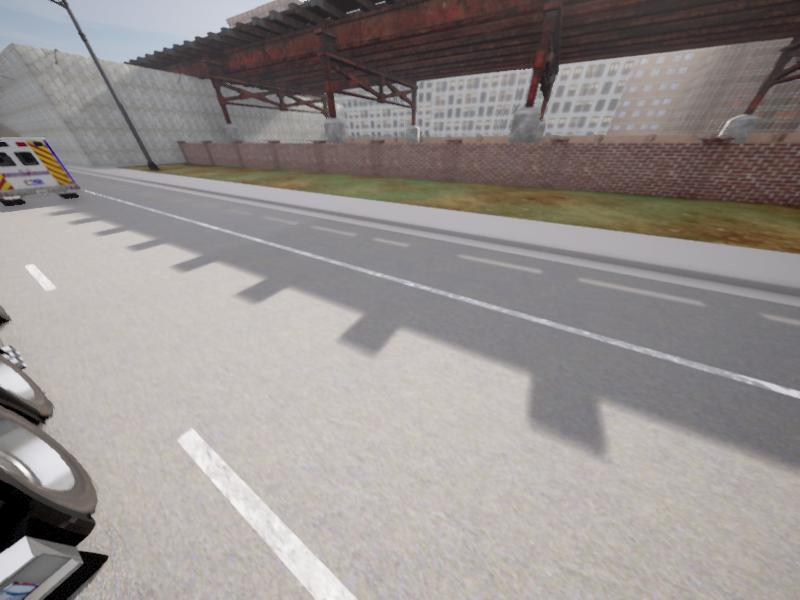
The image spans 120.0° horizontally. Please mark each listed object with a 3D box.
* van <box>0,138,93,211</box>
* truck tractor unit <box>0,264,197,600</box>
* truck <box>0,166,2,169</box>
[{"bbox_3d":[-17.944,-6.050,10.756,6.366,2.431,2.351,18,39,24],"label":"van"},{"bbox_3d":[-5.117,-0.294,0.782,6.516,4.208,3.053,18,39,24],"label":"truck tractor unit"},{"bbox_3d":[-45.743,-15.675,23.645,8.468,3.827,2.891,18,39,24],"label":"truck"}]
